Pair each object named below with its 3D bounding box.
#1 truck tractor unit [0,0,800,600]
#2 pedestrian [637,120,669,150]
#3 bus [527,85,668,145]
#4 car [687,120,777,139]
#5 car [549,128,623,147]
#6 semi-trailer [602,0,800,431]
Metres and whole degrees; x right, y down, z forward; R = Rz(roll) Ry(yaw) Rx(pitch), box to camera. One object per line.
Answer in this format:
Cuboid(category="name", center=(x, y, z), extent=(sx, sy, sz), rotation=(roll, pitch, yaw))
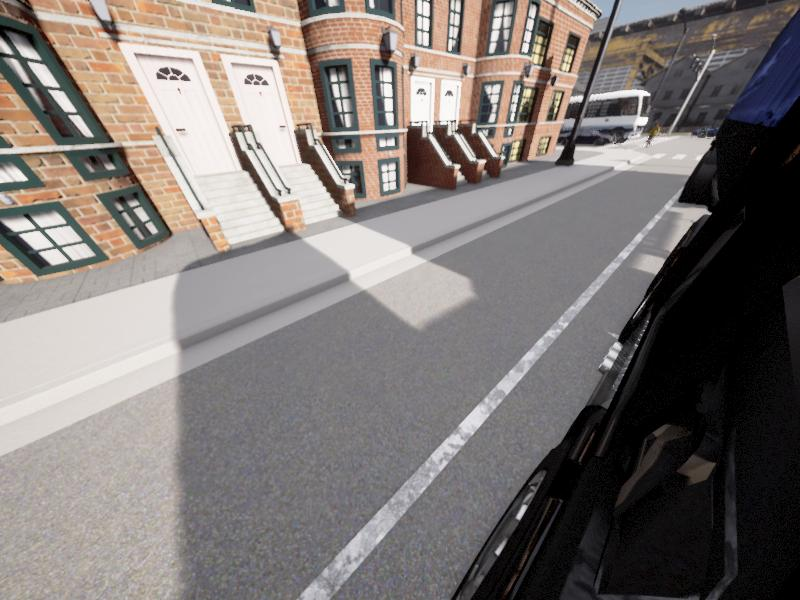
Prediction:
Cuboid(category="truck tractor unit", center=(2.645, -0.295, 0.351), extent=(6.516, 4.208, 3.053), rotation=(-28, 44, -30))
Cuboid(category="pedestrian", center=(20.103, -13.110, 18.397), extent=(0.751, 1.860, 0.751), rotation=(-2, 37, 0))
Cuboid(category="bus", center=(20.574, -19.731, 25.289), extent=(3.944, 4.253, 10.273), rotation=(-28, 43, -30))
Cuboid(category="car", center=(35.296, -18.229, 24.774), extent=(2.033, 1.411, 5.357), rotation=(-28, 44, -30))
Cuboid(category="car", center=(18.688, -16.544, 23.515), extent=(2.033, 1.411, 5.357), rotation=(-28, 44, -30))
Cuboid(category="semi-trailer", center=(8.480, -3.740, 4.438), extent=(14.254, 4.402, 2.717), rotation=(-31, 45, -32))
